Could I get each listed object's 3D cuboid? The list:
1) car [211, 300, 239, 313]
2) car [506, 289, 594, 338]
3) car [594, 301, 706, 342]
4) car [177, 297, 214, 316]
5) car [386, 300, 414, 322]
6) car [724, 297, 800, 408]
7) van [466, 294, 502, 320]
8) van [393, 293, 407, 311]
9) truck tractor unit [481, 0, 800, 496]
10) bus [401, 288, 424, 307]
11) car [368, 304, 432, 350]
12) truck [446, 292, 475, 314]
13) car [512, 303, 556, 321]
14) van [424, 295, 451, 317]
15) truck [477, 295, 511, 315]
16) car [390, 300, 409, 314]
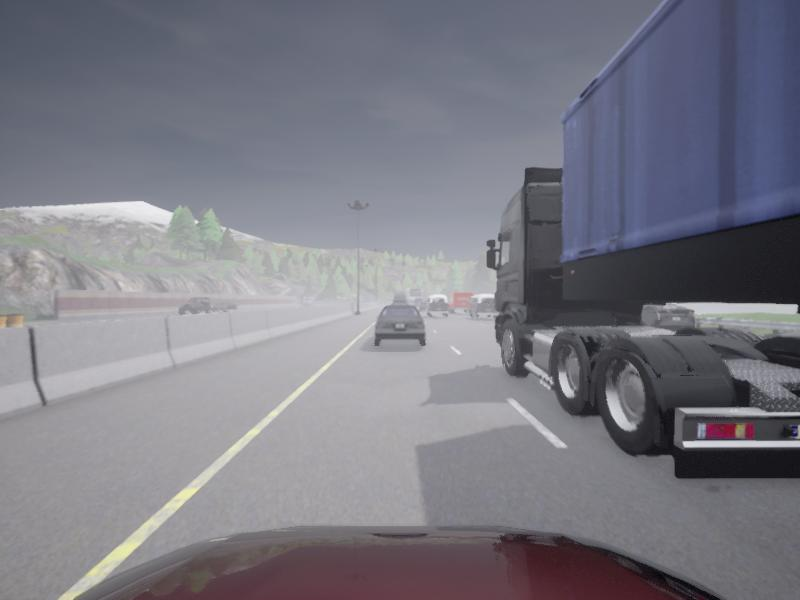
[{"bbox_3d":[-21.004,0.771,48.193,1.789,1.549,3.705,0,0,0],"label":"car"},{"bbox_3d":[7.002,0.552,19.465,2.150,2.045,5.566,0,0,0],"label":"car"},{"bbox_3d":[10.499,0.813,17.317,2.007,1.525,4.514,0,0,0],"label":"car"},{"bbox_3d":[-21.004,0.608,41.258,1.905,1.878,3.866,0,0,0],"label":"car"},{"bbox_3d":[-0.002,0.796,30.715,2.038,1.542,4.974,0,0,0],"label":"car"},{"bbox_3d":[7.000,0.775,4.801,2.152,1.651,5.027,0,0,0],"label":"car"},{"bbox_3d":[6.998,0.540,33.730,2.069,2.038,4.480,0,0,0],"label":"van"},{"bbox_3d":[0.000,0.267,60.255,1.988,2.561,5.915,0,0,0],"label":"van"},{"bbox_3d":[3.508,-0.531,6.497,3.053,4.208,6.516,0,0,0],"label":"truck tractor unit"},{"bbox_3d":[2.821,-0.624,94.065,3.944,4.253,10.273,0,0,-6],"label":"bus"},{"bbox_3d":[0.001,0.881,15.332,2.033,1.411,5.357,0,0,0],"label":"car"},{"bbox_3d":[6.996,0.316,46.678,2.627,2.467,5.204,0,0,0],"label":"truck"},{"bbox_3d":[10.497,0.915,31.619,1.895,1.301,4.718,0,0,0],"label":"car"},{"bbox_3d":[3.495,0.537,37.960,2.069,2.038,4.480,0,0,0],"label":"van"},{"bbox_3d":[10.497,0.502,45.282,2.390,2.098,6.274,0,0,0],"label":"truck"},{"bbox_3d":[-0.004,0.782,45.595,2.038,1.542,4.974,0,0,0],"label":"car"}]
